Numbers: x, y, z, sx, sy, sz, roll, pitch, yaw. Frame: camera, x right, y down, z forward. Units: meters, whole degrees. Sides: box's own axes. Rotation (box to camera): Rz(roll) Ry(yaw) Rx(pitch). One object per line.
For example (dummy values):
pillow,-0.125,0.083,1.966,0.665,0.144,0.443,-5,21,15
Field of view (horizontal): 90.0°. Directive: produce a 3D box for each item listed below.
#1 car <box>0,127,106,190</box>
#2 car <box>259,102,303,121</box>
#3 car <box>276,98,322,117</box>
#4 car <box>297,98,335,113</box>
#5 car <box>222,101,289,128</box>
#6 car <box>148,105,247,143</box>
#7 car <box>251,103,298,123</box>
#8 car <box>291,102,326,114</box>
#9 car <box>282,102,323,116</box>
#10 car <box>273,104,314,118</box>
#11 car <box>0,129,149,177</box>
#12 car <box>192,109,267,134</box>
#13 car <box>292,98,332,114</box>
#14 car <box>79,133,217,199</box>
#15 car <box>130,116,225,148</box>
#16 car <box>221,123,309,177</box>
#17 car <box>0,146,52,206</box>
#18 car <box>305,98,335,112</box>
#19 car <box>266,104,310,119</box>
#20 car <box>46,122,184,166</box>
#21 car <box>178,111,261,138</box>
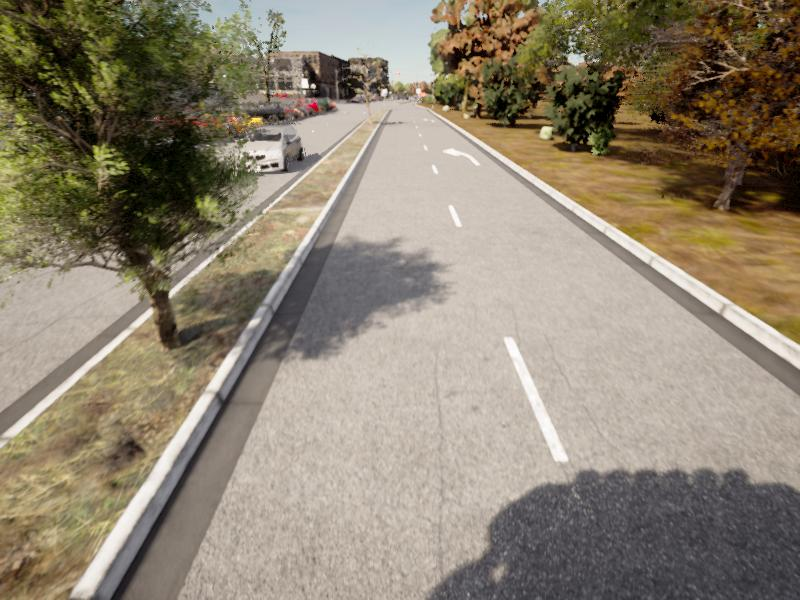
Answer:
car,-13.834,-5.108,14.427,4.553,1.767,2.185,-10,29,-17
car,-13.762,-21.859,46.307,4.553,1.767,2.185,-10,29,-17
car,-13.737,-26.117,54.235,5.566,2.045,2.435,-10,29,-17
car,-13.620,-31.662,64.933,5.566,2.045,2.435,-10,28,-17
car,-13.774,-17.802,38.258,5.566,2.045,2.435,-10,29,-17
car,-13.750,-12.234,27.662,5.566,2.045,2.435,-10,29,-17
car,-13.705,-20.481,43.658,4.553,1.767,2.185,-10,29,-17
car,-13.680,-28.627,59.711,4.674,1.452,2.002,-10,29,-17
car,-13.873,-27.252,56.969,5.366,1.575,1.946,-10,29,-17
car,-13.741,-24.485,51.698,4.792,1.488,2.163,-10,29,-17
car,-13.799,-6.364,17.168,4.674,1.452,2.002,-10,29,-17
car,-13.932,-14.769,33.016,5.366,1.575,1.946,-10,29,-17
car,-13.696,-30.264,62.238,5.566,2.045,2.435,-10,29,-17
car,-8.732,-5.011,14.553,1.837,1.490,4.892,0,28,0
car,-13.752,-10.585,25.136,4.792,1.488,2.163,-10,29,-17
car,-5.722,-6.763,17.701,2.242,1.667,4.611,0,28,0
car,-13.811,-3.570,11.858,4.674,1.452,2.002,-10,29,-17
car,-13.500,-33.037,67.640,4.442,1.987,1.878,-10,28,-17
car,-13.730,-23.135,49.036,4.892,1.521,2.231,-10,29,-17
car,-13.783,-7.799,19.803,5.008,1.535,2.097,-10,30,-17
car,-13.591,-13.440,30.476,5.366,1.575,1.946,-10,29,-17
